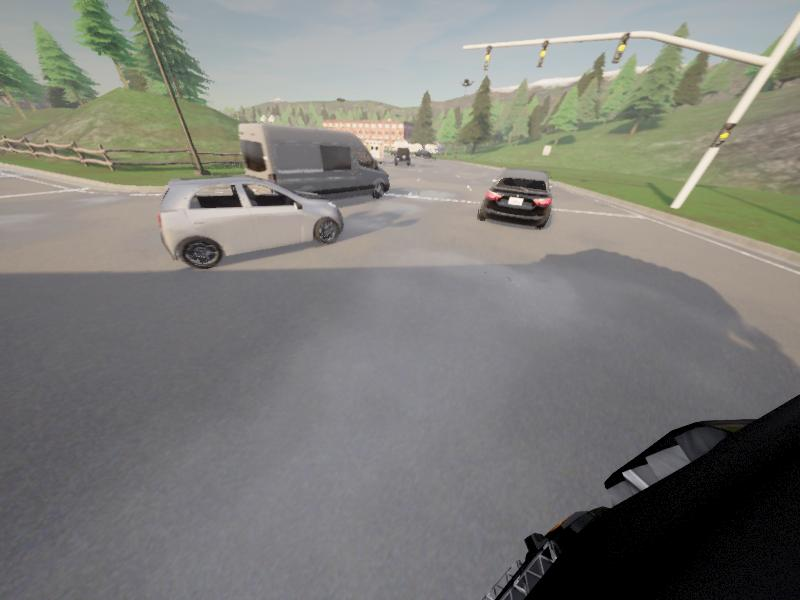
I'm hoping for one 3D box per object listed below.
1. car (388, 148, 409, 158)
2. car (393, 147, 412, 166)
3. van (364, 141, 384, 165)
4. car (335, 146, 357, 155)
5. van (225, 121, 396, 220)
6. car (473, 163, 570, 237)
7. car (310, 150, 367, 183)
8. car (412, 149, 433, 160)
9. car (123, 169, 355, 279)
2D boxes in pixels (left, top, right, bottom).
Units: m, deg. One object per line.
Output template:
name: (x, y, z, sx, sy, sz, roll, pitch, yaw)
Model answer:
car: (-0.404, -31.093, 48.853, 2.128, 1.511, 4.902, -17, 39, -28)
car: (0.252, -18.568, 29.899, 1.905, 1.878, 3.866, 0, 34, -5)
van: (-3.546, -19.986, 31.246, 2.351, 2.431, 6.366, -2, 34, -7)
car: (-12.169, -33.661, 51.901, 5.357, 1.411, 2.033, 29, 41, 33)
van: (-2.867, -5.323, 9.354, 1.988, 2.561, 5.915, 27, 41, 29)
car: (4.537, -4.109, 8.880, 2.242, 1.667, 4.611, 17, 36, 19)
car: (-4.163, -9.804, 16.736, 1.930, 1.638, 5.238, 8, 34, 7)
car: (4.602, -29.972, 47.574, 1.837, 1.490, 4.892, -14, 37, -25)
car: (-3.164, -2.012, 5.303, 3.633, 1.501, 1.845, -22, 41, -32)
